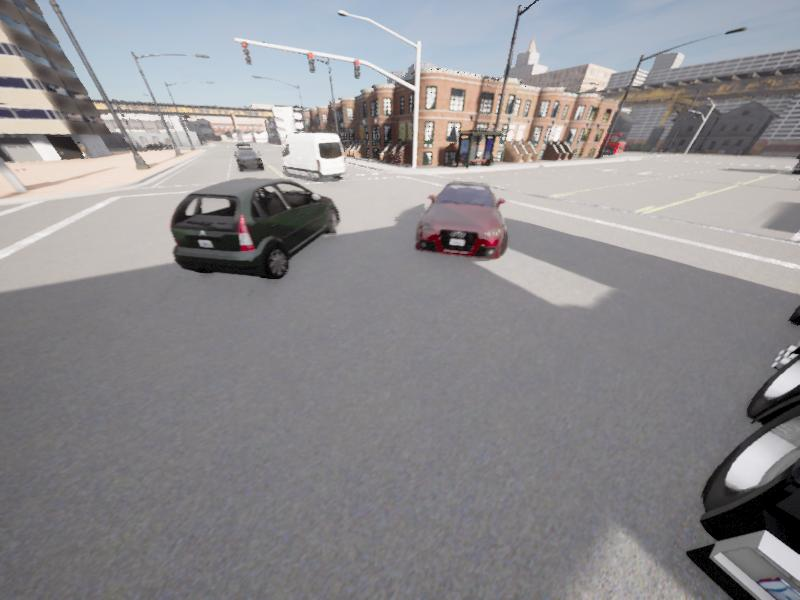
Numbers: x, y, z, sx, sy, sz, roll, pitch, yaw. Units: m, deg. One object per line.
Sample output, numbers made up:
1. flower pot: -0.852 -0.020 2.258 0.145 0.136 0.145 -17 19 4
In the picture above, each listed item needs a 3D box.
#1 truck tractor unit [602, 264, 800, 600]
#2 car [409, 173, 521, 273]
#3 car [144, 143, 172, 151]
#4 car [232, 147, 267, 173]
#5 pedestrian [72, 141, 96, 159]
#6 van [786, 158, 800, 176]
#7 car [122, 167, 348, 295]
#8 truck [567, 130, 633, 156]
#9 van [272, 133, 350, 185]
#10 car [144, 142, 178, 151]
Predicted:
1. truck tractor unit: 5.110 -0.300 0.786 6.516 4.208 3.053 -18 39 -24
2. car: 1.752 -2.451 6.356 1.994 1.385 4.181 9 36 13
3. car: -55.133 -34.917 52.710 3.806 1.475 1.970 -20 40 -25
4. car: -13.173 -12.313 20.163 1.930 1.638 5.238 -18 39 -25
5. pedestrian: -38.834 -18.421 28.412 0.751 1.860 0.751 -8 36 -12
6. van: 36.233 -11.980 19.463 6.366 2.431 2.351 -18 39 -24
7. car: -2.915 -1.965 5.404 1.851 1.617 3.988 6 35 8
8. truck: 37.925 -30.143 44.383 2.891 3.827 8.468 -18 39 -24
9. van: -6.152 -9.736 15.734 5.915 2.561 1.988 30 46 35
10. car: -56.906 -36.750 55.111 5.238 1.638 1.930 -20 40 -25
